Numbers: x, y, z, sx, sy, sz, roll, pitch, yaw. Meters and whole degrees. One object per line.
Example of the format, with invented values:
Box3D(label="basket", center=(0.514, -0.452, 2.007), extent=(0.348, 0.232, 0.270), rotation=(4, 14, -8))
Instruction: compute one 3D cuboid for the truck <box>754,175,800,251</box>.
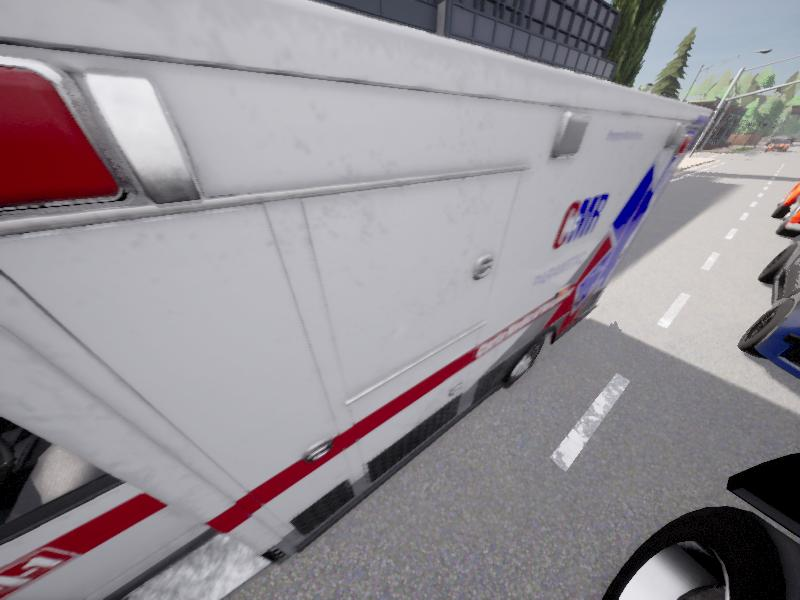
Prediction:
Box3D(label="truck", center=(12.217, -2.841, 5.680), extent=(5.204, 2.467, 2.627), rotation=(-24, 41, -27))

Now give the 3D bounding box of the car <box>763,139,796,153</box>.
Box3D(label="car", center=(62.368, -25.361, 37.938), extent=(4.553, 1.767, 2.097), rotation=(-22, 41, -28))

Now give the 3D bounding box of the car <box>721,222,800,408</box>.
Box3D(label="car", center=(6.271, -0.084, 2.553), extent=(4.611, 1.667, 2.242), rotation=(-22, 41, -28))

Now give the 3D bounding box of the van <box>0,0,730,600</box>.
Box3D(label="van", center=(-0.455, -0.120, 1.982), extent=(6.366, 2.431, 2.351), rotation=(-22, 41, -28))
